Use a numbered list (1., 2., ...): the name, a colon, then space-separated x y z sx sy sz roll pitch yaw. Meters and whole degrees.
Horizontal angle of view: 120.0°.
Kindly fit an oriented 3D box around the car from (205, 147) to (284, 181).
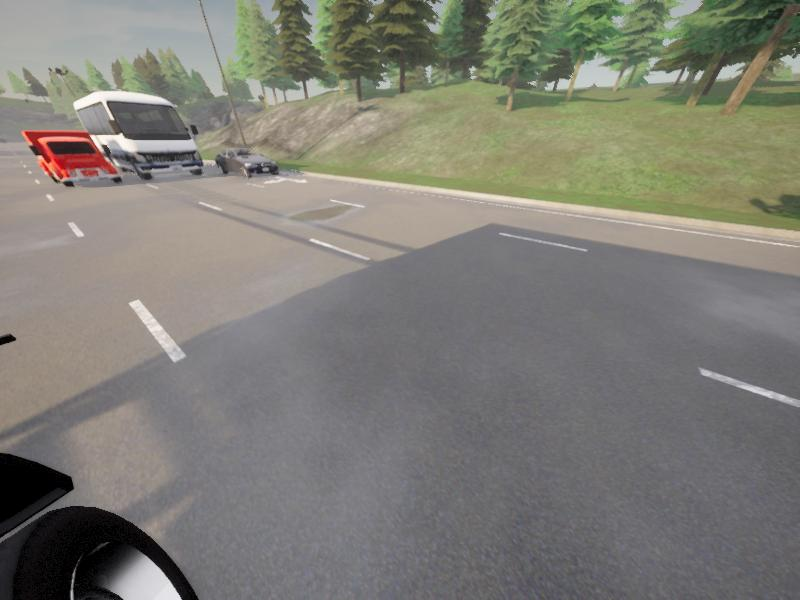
1. car: -10.570 -9.350 15.689 5.027 1.651 2.152 22 41 28

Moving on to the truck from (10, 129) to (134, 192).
1. truck: -17.824 -7.743 12.614 5.204 2.467 2.627 22 41 28

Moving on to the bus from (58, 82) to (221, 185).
1. bus: -17.399 -10.855 15.488 10.273 4.253 3.944 22 41 28
